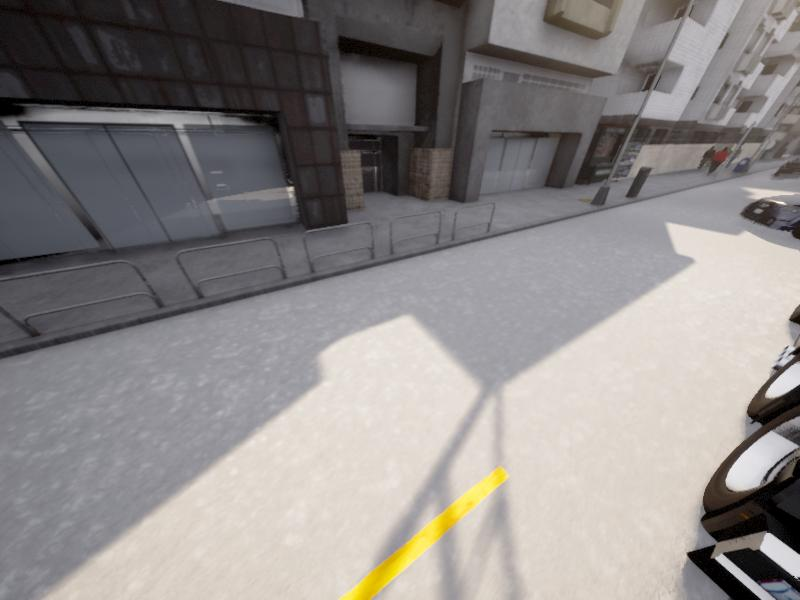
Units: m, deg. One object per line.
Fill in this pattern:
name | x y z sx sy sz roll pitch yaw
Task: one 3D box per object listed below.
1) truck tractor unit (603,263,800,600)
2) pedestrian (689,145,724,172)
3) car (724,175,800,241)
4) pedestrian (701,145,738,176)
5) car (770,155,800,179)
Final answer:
truck tractor unit | 5.112 -0.297 0.795 6.516 4.208 3.053 -18 39 -24
pedestrian | 25.394 -11.755 19.174 0.751 1.860 0.751 -14 37 -19
car | 12.780 -2.323 6.213 4.181 1.385 1.994 18 39 24
pedestrian | 23.580 -10.318 17.100 0.751 1.860 0.751 -22 40 -28
car | 31.208 -10.284 17.818 4.718 1.301 1.895 -18 39 -24
